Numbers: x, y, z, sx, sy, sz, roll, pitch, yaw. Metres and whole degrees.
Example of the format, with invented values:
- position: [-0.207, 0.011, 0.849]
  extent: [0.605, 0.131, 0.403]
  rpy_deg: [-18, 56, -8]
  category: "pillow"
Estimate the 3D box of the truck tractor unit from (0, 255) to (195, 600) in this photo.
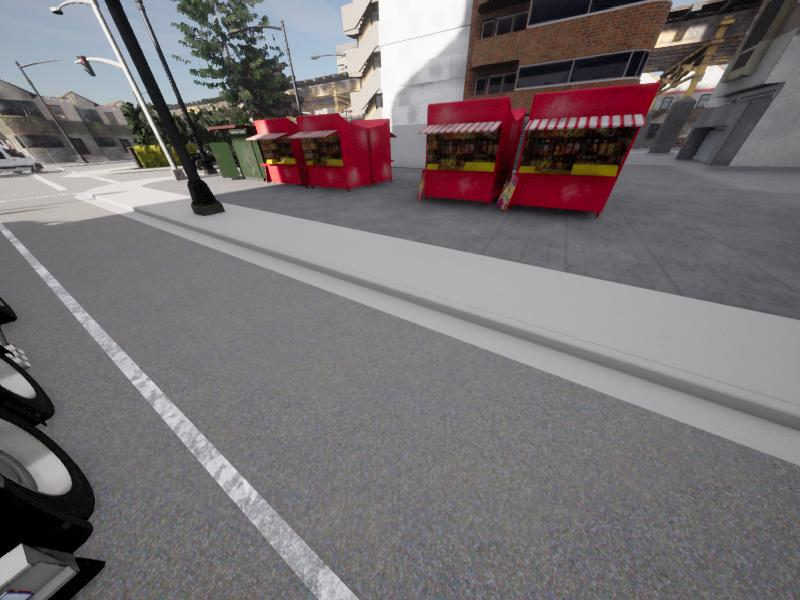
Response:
- position: [-5.097, -0.314, 0.800]
  extent: [6.516, 4.208, 3.053]
  rpy_deg: [19, 39, 25]
  category: "truck tractor unit"

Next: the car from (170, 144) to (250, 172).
- position: [-19.121, -14.653, 23.661]
  extent: [2.150, 2.045, 5.566]
  rpy_deg: [18, 39, 26]
  category: "car"

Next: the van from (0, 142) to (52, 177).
- position: [-36.674, -12.572, 20.687]
  extent: [1.988, 2.561, 5.915]
  rpy_deg: [-5, 35, -7]
  category: "van"
